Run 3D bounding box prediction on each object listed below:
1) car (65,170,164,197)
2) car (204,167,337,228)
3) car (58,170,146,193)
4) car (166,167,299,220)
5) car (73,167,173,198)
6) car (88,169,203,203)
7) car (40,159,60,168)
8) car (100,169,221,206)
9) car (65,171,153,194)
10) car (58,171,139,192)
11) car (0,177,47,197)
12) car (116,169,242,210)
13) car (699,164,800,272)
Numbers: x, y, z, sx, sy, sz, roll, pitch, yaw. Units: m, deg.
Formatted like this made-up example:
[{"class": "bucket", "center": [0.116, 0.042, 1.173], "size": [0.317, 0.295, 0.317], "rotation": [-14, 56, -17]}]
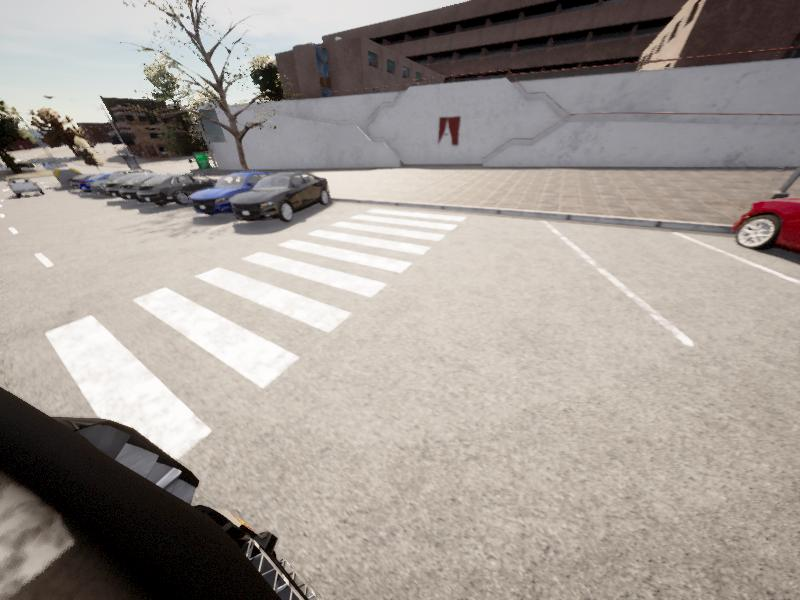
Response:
[{"class": "car", "center": [-24.899, -10.458, 20.530], "size": [2.097, 1.535, 5.008], "rotation": [5, 33, 13]}, {"class": "car", "center": [-4.753, -4.505, 9.680], "size": [2.097, 1.535, 5.008], "rotation": [4, 33, 10]}, {"class": "car", "center": [-29.789, -12.061, 23.433], "size": [2.231, 1.521, 4.892], "rotation": [6, 33, 14]}, {"class": "car", "center": [-7.312, -5.224, 10.987], "size": [2.097, 1.535, 5.008], "rotation": [4, 33, 10]}, {"class": "car", "center": [-22.425, -9.799, 19.070], "size": [2.185, 1.767, 4.553], "rotation": [6, 34, 13]}, {"class": "car", "center": [-17.456, -8.143, 16.324], "size": [2.231, 1.521, 4.892], "rotation": [4, 33, 12]}, {"class": "car", "center": [-88.738, -34.485, 58.486], "size": [3.988, 1.617, 1.851], "rotation": [21, 40, 26]}, {"class": "car", "center": [-14.942, -7.396, 14.961], "size": [2.231, 1.521, 4.892], "rotation": [4, 33, 11]}, {"class": "car", "center": [-27.341, -11.223, 21.998], "size": [2.002, 1.452, 4.674], "rotation": [6, 34, 13]}, {"class": "car", "center": [-32.198, -12.877, 24.960], "size": [2.163, 1.488, 4.792], "rotation": [6, 34, 14]}, {"class": "car", "center": [-37.065, -11.225, 22.829], "size": [3.633, 1.501, 1.845], "rotation": [19, 39, 31]}, {"class": "car", "center": [-12.412, -6.659, 13.615], "size": [2.231, 1.521, 4.892], "rotation": [4, 33, 11]}, {"class": "car", "center": [8.106, -0.831, 3.173], "size": [2.097, 1.535, 5.008], "rotation": [4, 34, 10]}]
